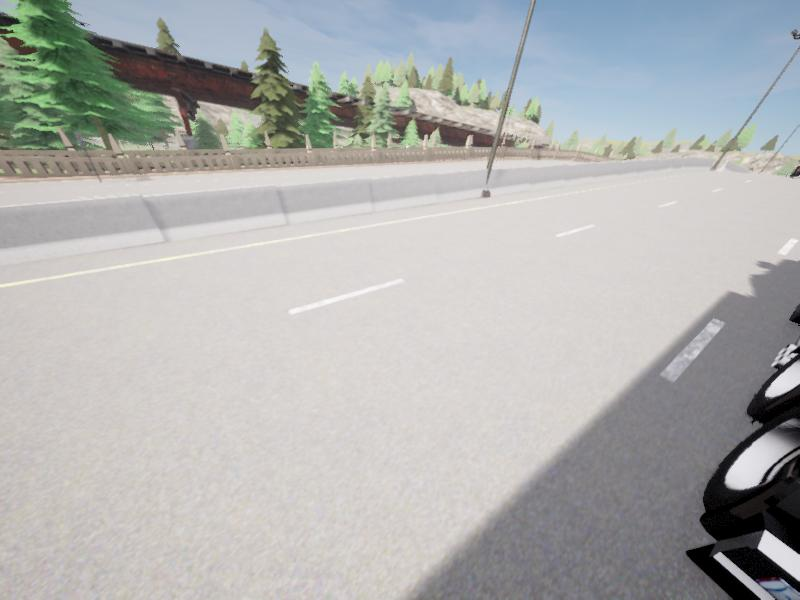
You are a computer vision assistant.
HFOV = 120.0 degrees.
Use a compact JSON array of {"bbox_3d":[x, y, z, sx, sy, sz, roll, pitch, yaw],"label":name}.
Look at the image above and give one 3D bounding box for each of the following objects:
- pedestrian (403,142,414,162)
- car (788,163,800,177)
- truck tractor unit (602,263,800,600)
[{"bbox_3d":[0.912,-16.863,26.312,0.751,1.860,0.751,-12,36,-28],"label":"pedestrian"},{"bbox_3d":[35.114,-11.238,19.198,4.605,1.855,1.932,-16,38,-26],"label":"car"},{"bbox_3d":[5.108,-0.303,0.782,6.516,4.208,3.053,-18,39,-24],"label":"truck tractor unit"}]
